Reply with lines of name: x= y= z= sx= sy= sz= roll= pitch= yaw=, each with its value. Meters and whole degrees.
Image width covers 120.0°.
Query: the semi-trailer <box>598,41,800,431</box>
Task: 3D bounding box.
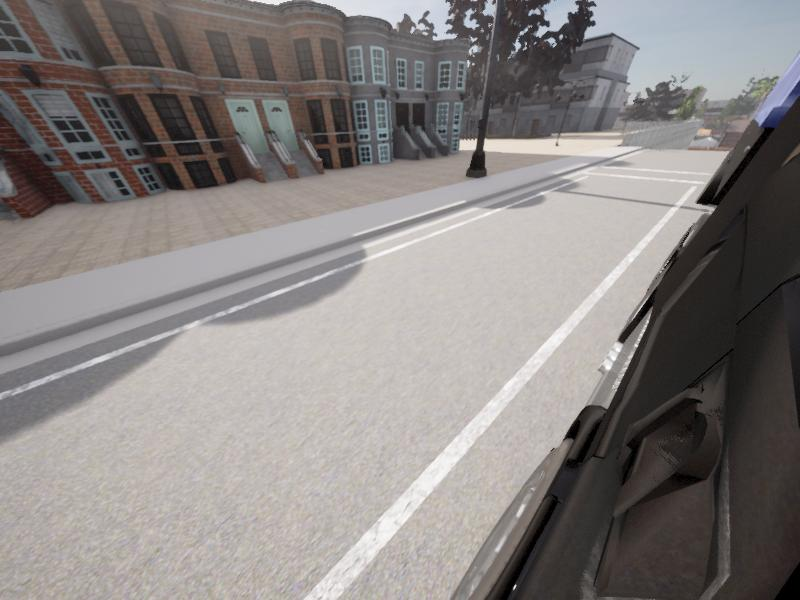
semi-trailer: x=8.688 y=-3.607 z=4.245 sx=14.254 sy=4.402 sz=2.717 roll=-28 pitch=44 yaw=-30

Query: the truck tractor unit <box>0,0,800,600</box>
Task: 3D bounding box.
truck tractor unit: x=2.645 y=-0.295 z=0.352 sx=6.516 sy=4.208 sz=3.053 roll=-28 pitch=44 yaw=-30
